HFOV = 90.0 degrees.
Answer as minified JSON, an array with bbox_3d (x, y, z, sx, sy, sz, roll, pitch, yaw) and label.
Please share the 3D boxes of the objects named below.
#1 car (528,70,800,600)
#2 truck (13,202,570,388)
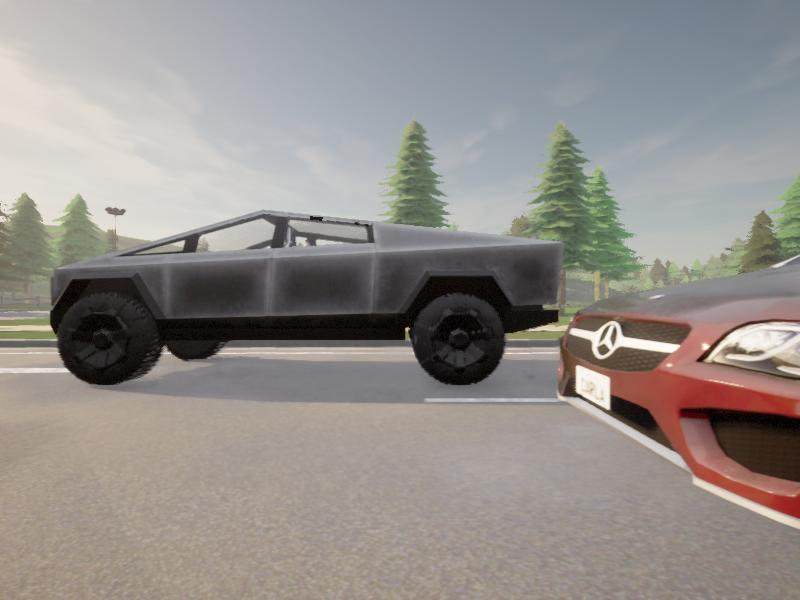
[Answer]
[{"bbox_3d":[3.561,0.180,2.199,5.027,1.651,2.152,0,0,0],"label":"car"},{"bbox_3d":[-1.226,-0.058,5.700,6.274,2.098,2.390,0,0,0],"label":"truck"}]
